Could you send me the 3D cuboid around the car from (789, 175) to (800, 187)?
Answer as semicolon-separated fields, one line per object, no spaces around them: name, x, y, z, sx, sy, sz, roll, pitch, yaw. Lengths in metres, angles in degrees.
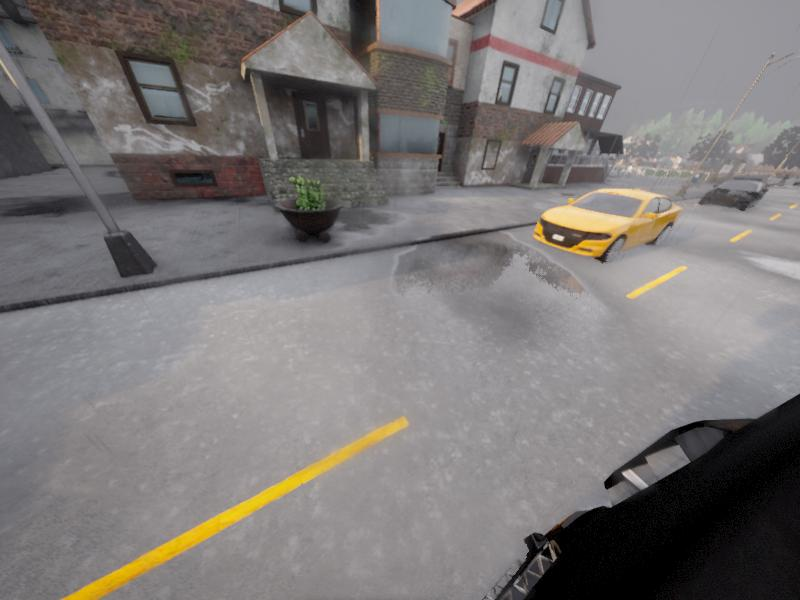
car;59.943;-17.418;33.936;5.357;1.411;2.033;-16;38;-26

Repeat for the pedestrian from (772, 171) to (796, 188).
pedestrian;49.252;-15.425;29.602;0.751;1.860;0.751;-18;39;-29

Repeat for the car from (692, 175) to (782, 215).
car;20.408;-6.503;13.997;5.238;1.638;1.930;-17;38;-26

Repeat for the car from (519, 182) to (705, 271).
car;6.146;-2.385;6.697;5.008;1.535;1.882;-15;38;-25
